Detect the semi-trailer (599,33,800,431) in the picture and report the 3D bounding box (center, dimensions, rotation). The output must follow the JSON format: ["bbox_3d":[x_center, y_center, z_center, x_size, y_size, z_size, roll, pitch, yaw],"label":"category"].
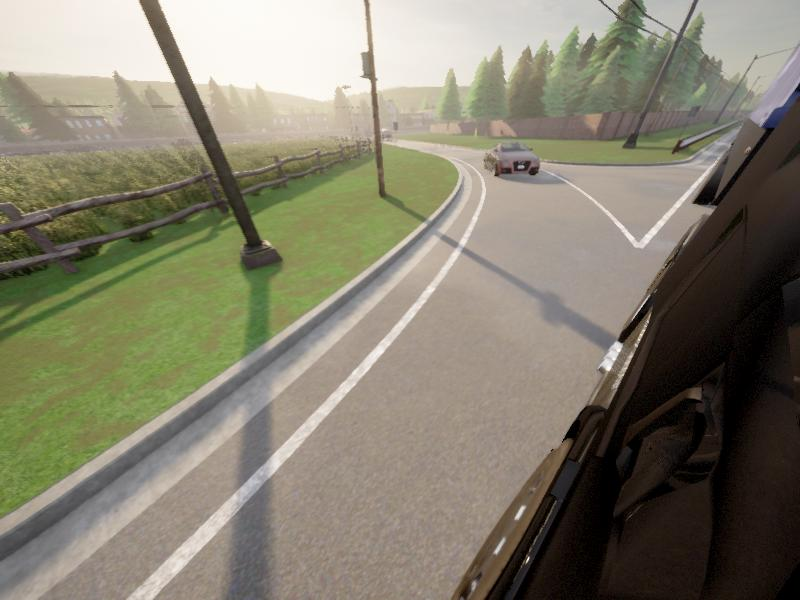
[{"bbox_3d":[8.650,-3.635,4.278,14.254,4.402,2.717,-29,44,-30],"label":"semi-trailer"}]

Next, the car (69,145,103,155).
[{"bbox_3d":[-69.757,-33.386,51.439,3.988,1.617,1.851,-27,43,-29],"label":"car"}]

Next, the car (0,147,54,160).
[{"bbox_3d":[-73.290,-28.892,45.560,5.238,1.638,1.930,-27,43,-29],"label":"car"}]

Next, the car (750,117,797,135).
[{"bbox_3d":[41.408,-19.386,25.727,4.792,1.488,2.163,-28,43,-29],"label":"car"}]

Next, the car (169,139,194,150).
[{"bbox_3d":[-52.757,-37.620,55.738,3.866,1.878,1.905,-27,43,-29],"label":"car"}]

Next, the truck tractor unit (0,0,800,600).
[{"bbox_3d":[2.645,-0.295,0.351,6.516,4.208,3.053,-28,44,-30],"label":"truck tractor unit"}]

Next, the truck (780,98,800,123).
[{"bbox_3d":[78.235,-36.887,44.840,8.468,3.827,2.891,-28,43,-29],"label":"truck"}]

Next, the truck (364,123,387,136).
[{"bbox_3d":[-9.236,-65.682,88.882,8.468,3.827,2.891,-27,43,-29],"label":"truck"}]

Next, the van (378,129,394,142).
[{"bbox_3d":[-2.915,-33.359,46.750,2.069,2.038,4.480,-11,38,-11],"label":"van"}]

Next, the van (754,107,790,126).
[{"bbox_3d":[64.612,-31.904,40.205,6.366,2.431,2.351,-28,43,-29],"label":"van"}]

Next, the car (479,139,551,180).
[{"bbox_3d":[5.758,-7.519,12.204,1.994,1.385,4.181,1,37,4],"label":"car"}]

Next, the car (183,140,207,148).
[{"bbox_3d":[-56.301,-43.035,63.536,4.792,1.488,2.163,-27,43,-29],"label":"car"}]

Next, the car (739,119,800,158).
[{"bbox_3d":[23.350,-10.006,14.207,5.027,1.651,2.152,-27,43,-29],"label":"car"}]
